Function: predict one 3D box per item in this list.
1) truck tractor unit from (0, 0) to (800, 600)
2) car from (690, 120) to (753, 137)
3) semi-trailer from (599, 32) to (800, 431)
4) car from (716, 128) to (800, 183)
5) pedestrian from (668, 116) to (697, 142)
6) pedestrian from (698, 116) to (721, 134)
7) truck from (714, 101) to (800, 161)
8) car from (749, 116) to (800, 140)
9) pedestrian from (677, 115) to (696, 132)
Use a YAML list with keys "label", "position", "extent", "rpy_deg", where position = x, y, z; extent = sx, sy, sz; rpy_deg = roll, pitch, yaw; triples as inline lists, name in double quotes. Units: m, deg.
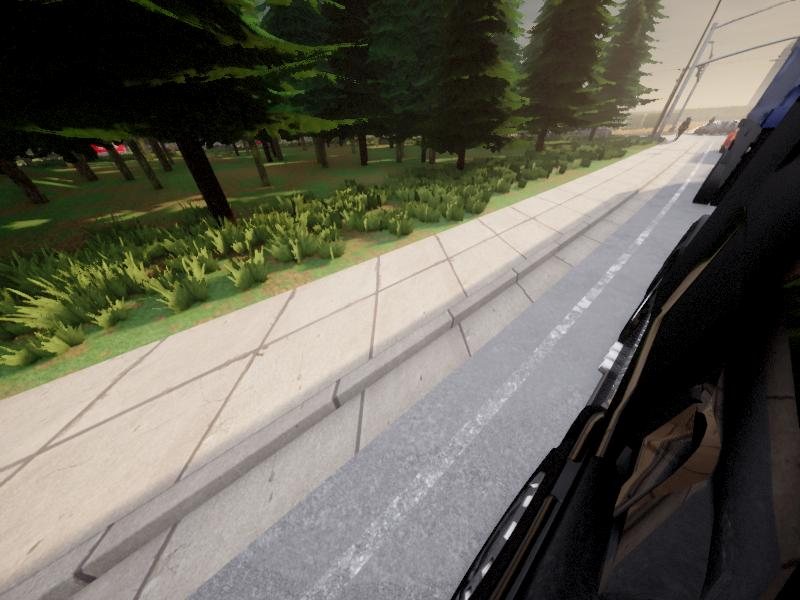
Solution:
- label: "truck tractor unit"
  position: [2.645, -0.295, 0.351]
  extent: [6.516, 4.208, 3.053]
  rpy_deg: [-28, 44, -30]
- label: "car"
  position: [37.912, -20.321, 27.350]
  extent: [4.181, 1.385, 1.994]
  rpy_deg: [-3, 37, 0]
- label: "semi-trailer"
  position: [8.644, -3.641, 4.281]
  extent: [14.254, 4.402, 2.717]
  rpy_deg: [-29, 44, -30]
- label: "car"
  position: [15.880, -6.346, 9.899]
  extent: [4.902, 1.511, 2.128]
  rpy_deg: [-29, 44, -30]
- label: "pedestrian"
  position: [25.089, -15.169, 20.527]
  extent: [0.751, 1.860, 0.751]
  rpy_deg: [-24, 42, -26]
- label: "pedestrian"
  position: [39.252, -22.205, 29.330]
  extent: [0.751, 1.860, 0.751]
  rpy_deg: [-5, 37, -3]
- label: "truck"
  position: [21.382, -9.899, 13.508]
  extent: [5.204, 2.467, 2.627]
  rpy_deg: [-29, 44, -32]
- label: "car"
  position: [36.311, -16.126, 21.589]
  extent: [2.242, 1.667, 4.611]
  rpy_deg: [17, 41, 24]
- label: "pedestrian"
  position: [40.182, -24.747, 32.411]
  extent: [0.751, 1.860, 0.751]
  rpy_deg: [17, 41, 24]
